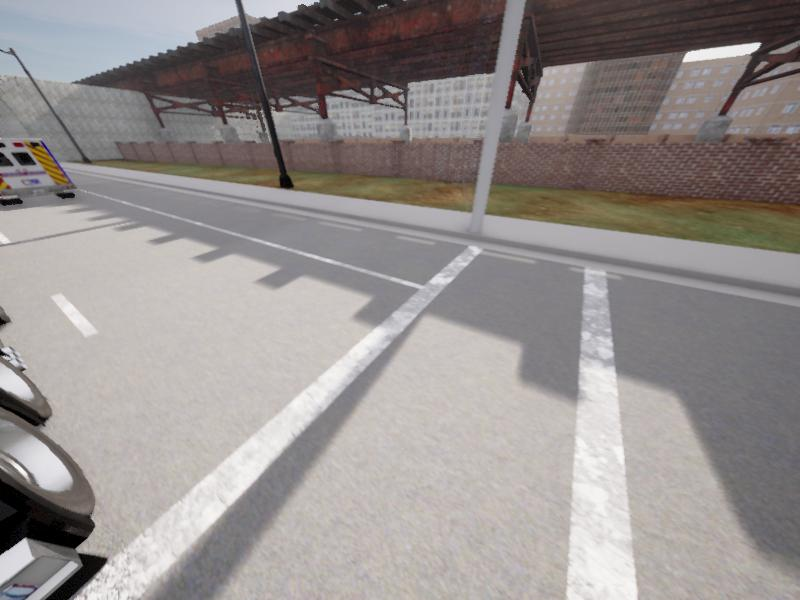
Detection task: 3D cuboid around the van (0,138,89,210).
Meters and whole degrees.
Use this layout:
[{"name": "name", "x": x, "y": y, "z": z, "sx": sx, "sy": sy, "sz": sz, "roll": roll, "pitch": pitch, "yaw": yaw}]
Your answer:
[{"name": "van", "x": -18.411, "y": -6.171, "z": 10.970, "sx": 6.366, "sy": 2.431, "sz": 2.351, "roll": 18, "pitch": 39, "yaw": 24}]

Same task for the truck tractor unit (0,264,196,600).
[{"name": "truck tractor unit", "x": -5.114, "y": -0.294, "z": 0.793, "sx": 6.516, "sy": 4.208, "sz": 3.053, "roll": 18, "pitch": 39, "yaw": 24}]
